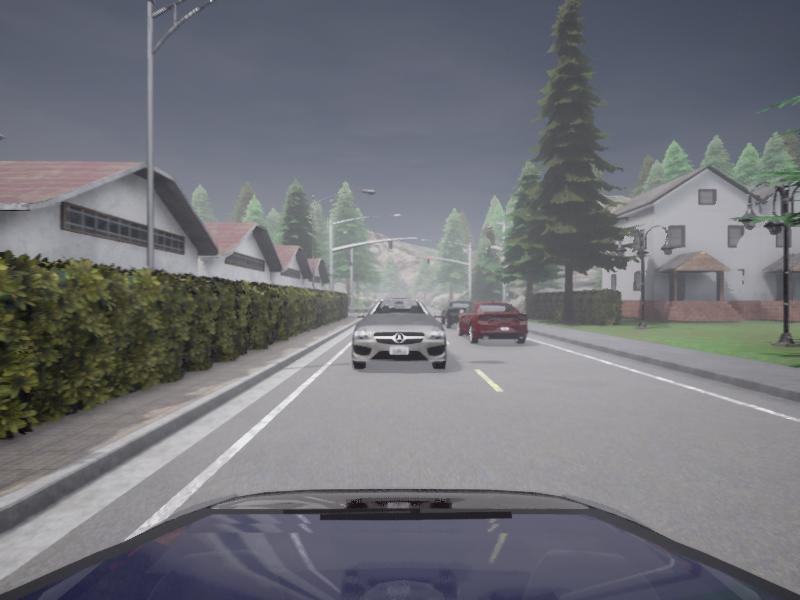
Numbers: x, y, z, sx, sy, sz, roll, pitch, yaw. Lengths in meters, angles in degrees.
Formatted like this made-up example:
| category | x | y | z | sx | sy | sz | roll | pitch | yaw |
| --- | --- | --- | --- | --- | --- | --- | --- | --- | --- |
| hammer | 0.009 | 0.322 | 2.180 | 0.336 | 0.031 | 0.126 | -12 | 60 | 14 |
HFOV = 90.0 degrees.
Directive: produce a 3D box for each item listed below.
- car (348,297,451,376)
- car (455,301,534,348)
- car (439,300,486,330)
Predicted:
| category | x | y | z | sx | sy | sz | roll | pitch | yaw |
| --- | --- | --- | --- | --- | --- | --- | --- | --- | --- |
| car | -0.022 | 0.766 | 10.871 | 2.152 | 1.651 | 5.027 | 0 | 0 | 0 |
| car | 3.476 | 0.803 | 15.741 | 1.882 | 1.535 | 5.008 | 0 | 0 | 0 |
| car | 3.463 | 0.793 | 23.124 | 1.882 | 1.535 | 5.008 | 0 | 0 | 0 |
